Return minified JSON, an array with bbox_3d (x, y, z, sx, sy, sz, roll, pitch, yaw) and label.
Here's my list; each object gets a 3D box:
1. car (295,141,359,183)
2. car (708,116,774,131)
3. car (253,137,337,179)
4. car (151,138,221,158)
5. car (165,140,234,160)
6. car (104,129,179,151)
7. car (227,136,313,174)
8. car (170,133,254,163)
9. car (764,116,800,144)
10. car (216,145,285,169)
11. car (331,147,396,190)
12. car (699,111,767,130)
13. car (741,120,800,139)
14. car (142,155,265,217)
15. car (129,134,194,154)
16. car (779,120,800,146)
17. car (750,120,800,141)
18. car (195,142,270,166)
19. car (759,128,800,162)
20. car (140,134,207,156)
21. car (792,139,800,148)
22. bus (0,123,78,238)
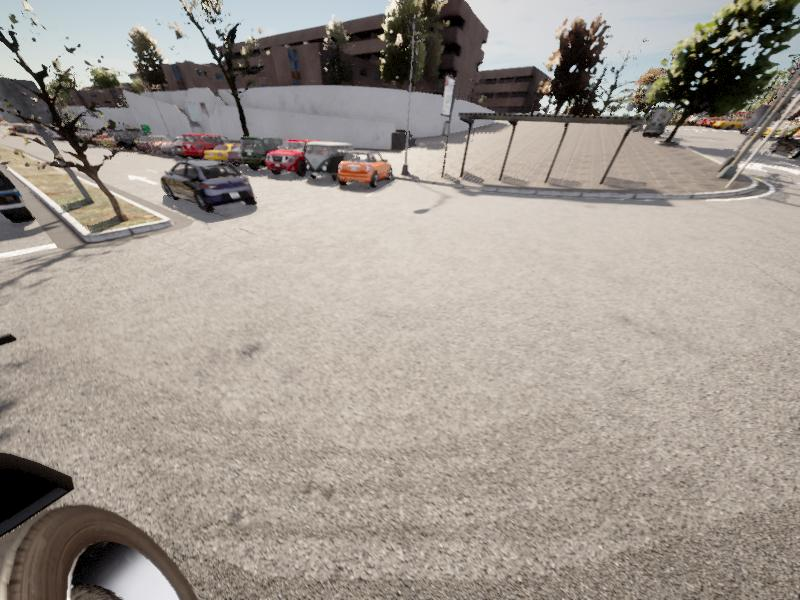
[{"bbox_3d":[-4.412,-9.009,14.910,1.878,1.987,4.442,10,35,9],"label":"car"},{"bbox_3d":[50.067,-26.052,34.091,5.366,1.575,1.946,9,41,9],"label":"car"},{"bbox_3d":[-6.907,-10.090,16.266,2.435,2.045,5.566,9,35,9],"label":"car"},{"bbox_3d":[-22.065,-15.895,24.138,2.231,1.521,4.892,9,35,9],"label":"car"},{"bbox_3d":[-19.543,-14.893,22.896,2.163,1.488,4.792,9,35,9],"label":"car"},{"bbox_3d":[-32.172,-20.073,29.137,2.435,2.045,5.566,9,35,9],"label":"car"},{"bbox_3d":[-9.426,-11.129,17.607,2.435,2.045,5.566,9,35,9],"label":"car"},{"bbox_3d":[-17.004,-14.128,21.458,2.435,2.045,5.566,9,35,9],"label":"car"},{"bbox_3d":[39.922,-16.431,22.370,4.442,1.987,1.878,10,42,9],"label":"car"},{"bbox_3d":[-11.970,-11.874,19.034,2.002,1.452,4.674,9,35,9],"label":"car"},{"bbox_3d":[-1.892,-7.952,13.721,2.185,1.767,4.553,9,35,10],"label":"car"},{"bbox_3d":[51.486,-27.920,35.908,5.566,2.045,2.435,9,42,9],"label":"car"},{"bbox_3d":[43.343,-19.484,26.392,4.674,1.452,2.002,9,42,9],"label":"car"},{"bbox_3d":[-7.450,-4.514,8.810,4.193,1.474,1.816,22,40,26],"label":"car"},{"bbox_3d":[-27.130,-17.962,26.595,2.185,1.767,4.553,9,35,9],"label":"car"},{"bbox_3d":[38.268,-14.792,20.434,4.442,1.987,1.878,9,42,9],"label":"car"},{"bbox_3d":[41.869,-17.853,24.403,5.366,1.575,1.946,9,41,9],"label":"car"},{"bbox_3d":[-14.451,-13.012,20.446,1.946,1.575,5.366,9,35,9],"label":"car"},{"bbox_3d":[28.181,-10.707,15.915,2.128,1.511,4.902,23,45,24],"label":"car"},{"bbox_3d":[-24.582,-17.005,25.366,2.185,1.767,4.553,9,35,9],"label":"car"},{"bbox_3d":[36.720,-12.974,18.639,4.892,1.521,2.231,10,41,9],"label":"car"},{"bbox_3d":[-14.496,-4.653,6.224,10.273,4.253,3.944,22,40,26],"label":"bus"}]
